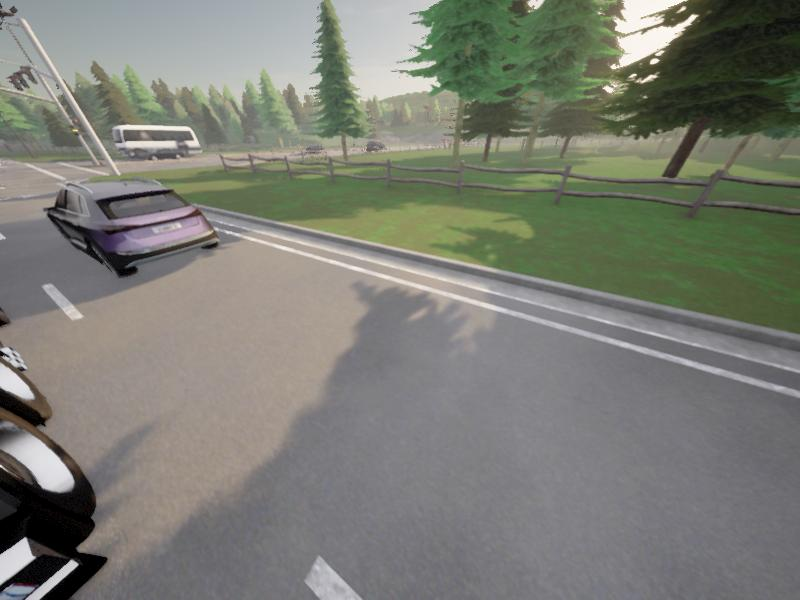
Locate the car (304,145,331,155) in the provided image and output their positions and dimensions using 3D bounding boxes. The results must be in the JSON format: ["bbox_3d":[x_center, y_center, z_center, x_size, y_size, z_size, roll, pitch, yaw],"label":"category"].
[{"bbox_3d":[-16.148,-29.671,45.532,1.837,1.490,4.892,17,39,24],"label":"car"}]

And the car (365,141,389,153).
[{"bbox_3d":[-4.916,-33.183,49.985,2.150,2.045,5.566,18,39,25],"label":"car"}]

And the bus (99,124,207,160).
[{"bbox_3d":[-38.555,-25.208,36.924,3.944,4.253,10.273,17,39,24],"label":"bus"}]

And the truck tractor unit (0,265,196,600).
[{"bbox_3d":[-5.118,-0.291,0.791,6.516,4.208,3.053,18,39,24],"label":"truck tractor unit"}]

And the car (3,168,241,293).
[{"bbox_3d":[-6.549,-2.002,5.532,4.856,1.649,2.033,18,39,24],"label":"car"}]

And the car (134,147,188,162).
[{"bbox_3d":[-33.882,-20.810,32.967,1.837,1.490,4.892,17,39,24],"label":"car"}]

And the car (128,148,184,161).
[{"bbox_3d":[-36.608,-22.070,34.894,2.033,1.411,5.357,17,39,24],"label":"car"}]
